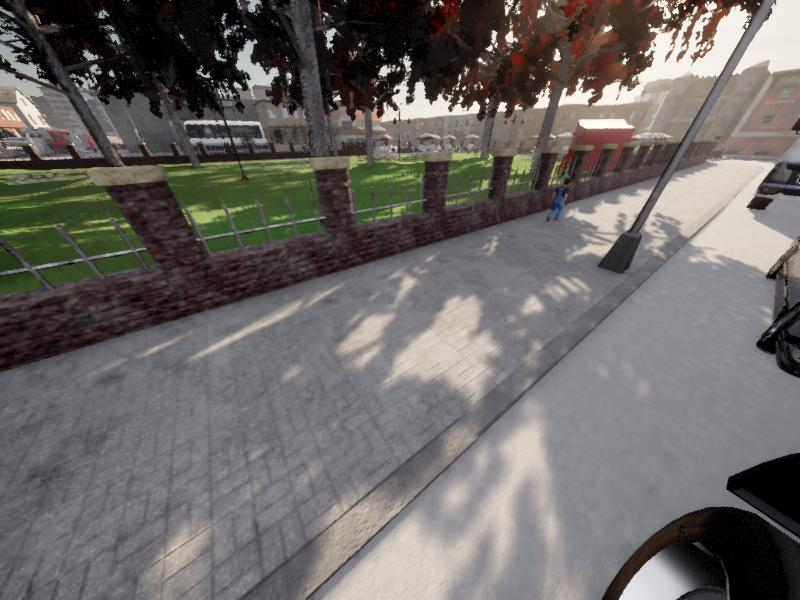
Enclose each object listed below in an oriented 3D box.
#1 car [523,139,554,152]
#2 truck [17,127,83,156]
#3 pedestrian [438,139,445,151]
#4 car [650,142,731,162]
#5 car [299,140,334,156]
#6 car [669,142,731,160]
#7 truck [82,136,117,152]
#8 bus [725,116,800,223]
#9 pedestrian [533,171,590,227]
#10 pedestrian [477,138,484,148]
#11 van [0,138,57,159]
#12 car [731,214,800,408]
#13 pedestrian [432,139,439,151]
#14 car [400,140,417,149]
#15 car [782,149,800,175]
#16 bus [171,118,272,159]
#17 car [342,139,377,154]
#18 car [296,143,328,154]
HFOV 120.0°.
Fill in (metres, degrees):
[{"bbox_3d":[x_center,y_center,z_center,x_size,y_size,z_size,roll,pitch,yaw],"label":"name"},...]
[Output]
[{"bbox_3d":[24.324,-27.299,40.774,1.905,1.878,3.866,-22,41,-28],"label":"car"},{"bbox_3d":[-61.256,-28.036,40.801,2.891,3.827,8.468,-22,41,-27],"label":"truck"},{"bbox_3d":[7.725,-29.156,43.323,0.751,1.860,0.751,-20,40,-26],"label":"pedestrian"},{"bbox_3d":[32.206,-16.675,25.870,1.930,1.638,5.238,-21,40,-26],"label":"car"},{"bbox_3d":[-13.235,-24.296,36.823,4.605,1.855,1.932,-23,41,-28],"label":"car"},{"bbox_3d":[35.690,-17.923,27.643,1.851,1.617,3.988,-20,40,-26],"label":"car"},{"bbox_3d":[-62.457,-32.459,48.176,2.627,2.467,5.204,-23,38,-29],"label":"truck"},{"bbox_3d":[16.920,-5.618,8.051,10.273,4.253,3.944,-22,41,-27],"label":"bus"},{"bbox_3d":[4.621,-2.945,6.693,0.751,1.300,0.751,-23,41,-28],"label":"pedestrian"},{"bbox_3d":[17.931,-34.905,51.408,0.751,1.860,0.751,-20,40,-25],"label":"pedestrian"},{"bbox_3d":[-54.874,-22.425,34.011,2.351,2.431,6.366,-21,40,-27],"label":"van"},{"bbox_3d":[6.538,-0.142,2.854,5.357,1.411,2.033,-23,42,-29],"label":"car"},{"bbox_3d":[6.568,-28.923,43.002,0.751,1.860,0.751,-19,39,-24],"label":"pedestrian"},{"bbox_3d":[2.202,-41.029,60.878,2.097,1.767,4.553,-22,41,-28],"label":"car"},{"bbox_3d":[29.307,-9.967,16.170,3.866,1.878,1.905,-24,41,-30],"label":"car"},{"bbox_3d":[-24.980,-23.156,33.239,10.273,4.253,3.944,-21,40,-28],"label":"bus"},{"bbox_3d":[-6.951,-26.828,40.212,5.566,2.045,2.150,-24,42,-30],"label":"car"},{"bbox_3d":[-15.085,-26.186,39.888,4.674,1.442,1.812,-22,41,-28],"label":"car"}]
